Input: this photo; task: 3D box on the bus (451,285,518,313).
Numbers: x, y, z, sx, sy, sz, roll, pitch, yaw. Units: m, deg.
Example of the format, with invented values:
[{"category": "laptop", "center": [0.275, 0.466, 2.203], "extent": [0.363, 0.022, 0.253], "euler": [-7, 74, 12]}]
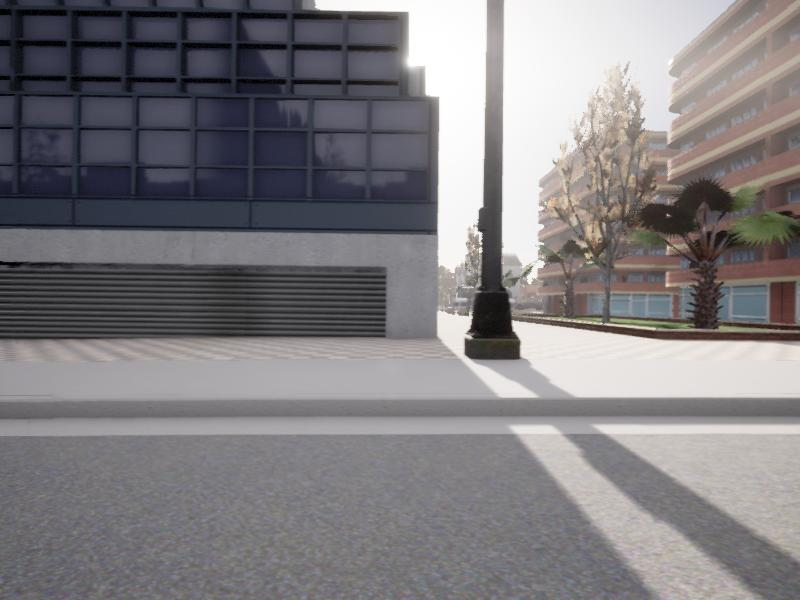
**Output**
[{"category": "bus", "center": [13.950, -0.190, 66.638], "extent": [10.273, 4.253, 3.944], "euler": [1, 0, 0]}]

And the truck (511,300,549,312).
[{"category": "truck", "center": [24.257, 1.028, 74.583], "extent": [6.274, 2.098, 2.390], "euler": [1, 0, 0]}]
